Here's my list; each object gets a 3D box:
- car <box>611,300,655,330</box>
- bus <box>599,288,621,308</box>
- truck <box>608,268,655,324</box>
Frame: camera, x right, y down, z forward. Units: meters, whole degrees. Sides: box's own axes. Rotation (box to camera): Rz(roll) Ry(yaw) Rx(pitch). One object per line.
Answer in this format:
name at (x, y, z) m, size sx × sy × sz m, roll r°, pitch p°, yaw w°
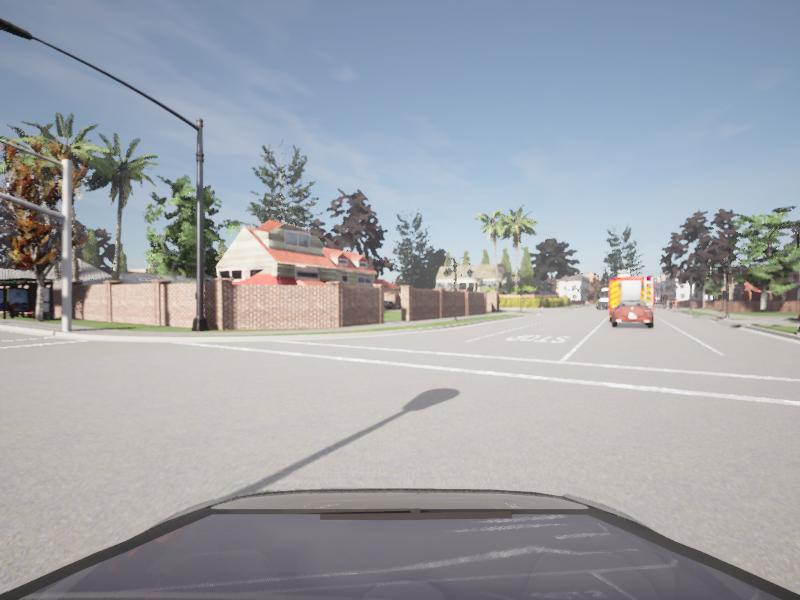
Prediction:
car at (14.339, 0.829, 24.703) m, size 2.152 × 1.651 × 5.027 m, roll 0°, pitch 0°, yaw 30°
bus at (45.660, -0.393, 86.730) m, size 3.944 × 4.253 × 10.273 m, roll 0°, pitch 0°, yaw 30°
truck at (18.538, -0.262, 32.112) m, size 2.891 × 3.827 × 8.468 m, roll 0°, pitch 0°, yaw 30°
